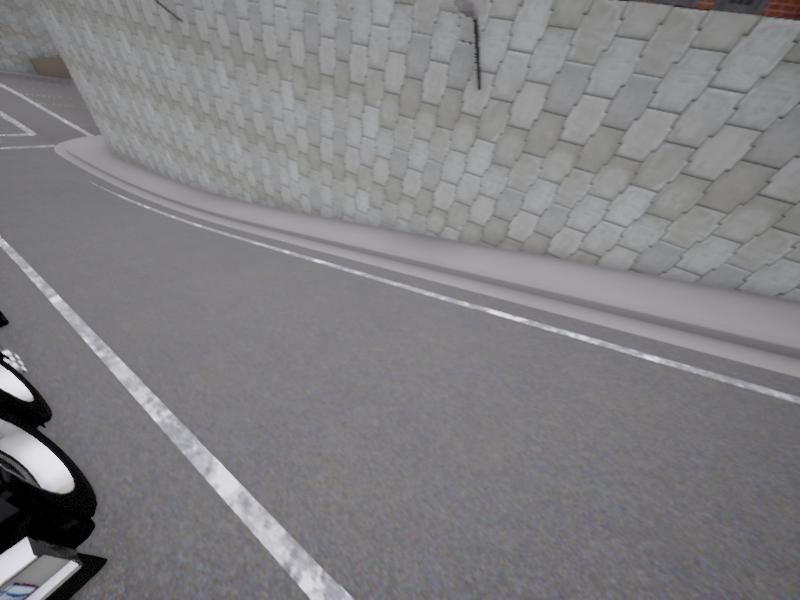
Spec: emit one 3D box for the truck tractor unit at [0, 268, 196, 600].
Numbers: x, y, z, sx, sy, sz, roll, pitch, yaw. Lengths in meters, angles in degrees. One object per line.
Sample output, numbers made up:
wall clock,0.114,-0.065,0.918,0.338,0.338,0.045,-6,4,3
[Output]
truck tractor unit,-5.121,-0.286,0.803,6.516,4.208,3.053,17,38,24
